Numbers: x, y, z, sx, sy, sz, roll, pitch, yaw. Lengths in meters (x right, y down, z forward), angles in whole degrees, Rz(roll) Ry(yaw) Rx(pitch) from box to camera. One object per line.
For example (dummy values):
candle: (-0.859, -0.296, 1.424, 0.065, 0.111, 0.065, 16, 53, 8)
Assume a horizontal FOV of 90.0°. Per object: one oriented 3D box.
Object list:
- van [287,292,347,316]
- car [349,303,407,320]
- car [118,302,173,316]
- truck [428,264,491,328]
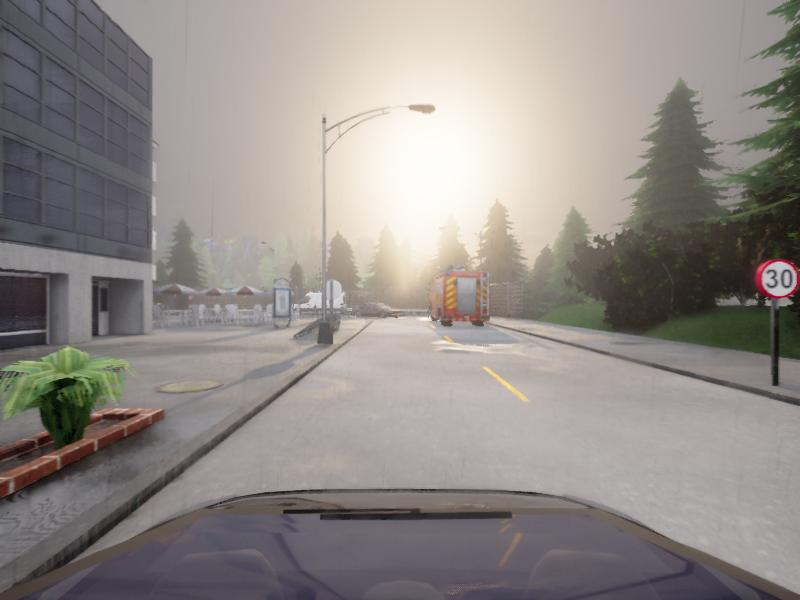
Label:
van: (-8.760, 0.413, 42.674, 5.915, 2.561, 1.988, 0, 0, 4)
car: (-2.104, 0.973, 36.241, 5.357, 1.411, 2.033, 0, 0, 41)
car: (-27.083, 0.960, 42.683, 4.674, 1.442, 1.812, 0, 0, 0)
truck: (3.895, -0.259, 28.223, 2.891, 3.827, 8.468, 0, 0, -2)
